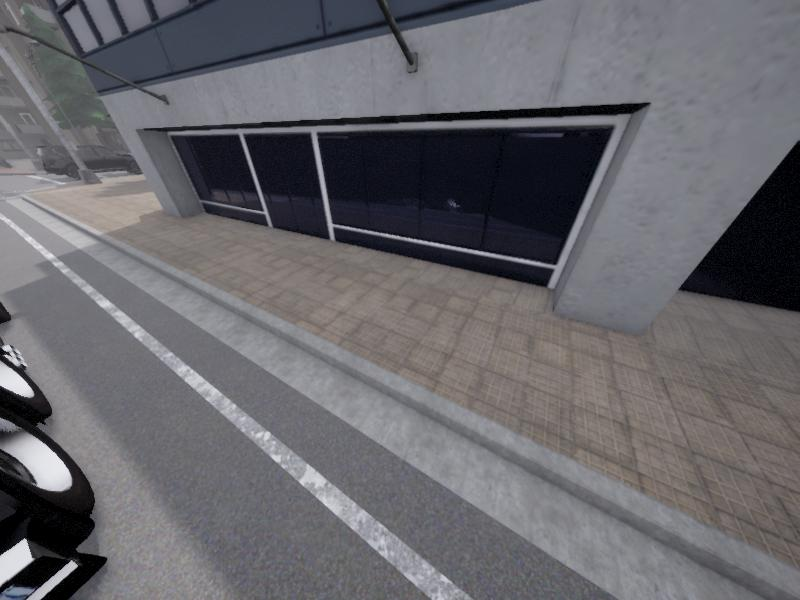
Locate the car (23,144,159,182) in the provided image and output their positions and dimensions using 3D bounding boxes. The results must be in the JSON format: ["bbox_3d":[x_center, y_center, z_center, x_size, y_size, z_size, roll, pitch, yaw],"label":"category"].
[{"bbox_3d":[-22.726,-10.488,17.466,2.150,2.045,5.566,17,39,23],"label":"car"}]

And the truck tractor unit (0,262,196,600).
[{"bbox_3d":[-5.107,-0.304,0.787,6.516,4.208,3.053,18,39,24],"label":"truck tractor unit"}]

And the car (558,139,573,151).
[{"bbox_3d":[34.598,-32.446,48.315,1.932,1.855,4.605,17,38,23],"label":"car"}]

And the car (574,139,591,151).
[{"bbox_3d":[37.342,-31.878,47.442,1.905,1.878,3.866,17,38,23],"label":"car"}]
